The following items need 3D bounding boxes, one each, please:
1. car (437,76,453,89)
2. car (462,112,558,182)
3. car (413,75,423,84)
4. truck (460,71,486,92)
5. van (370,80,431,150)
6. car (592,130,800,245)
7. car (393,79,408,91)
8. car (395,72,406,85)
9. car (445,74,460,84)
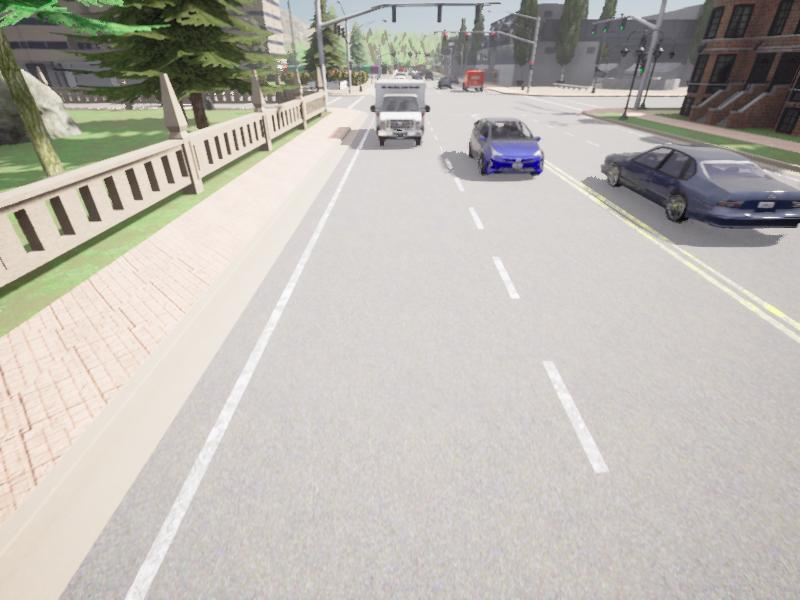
[{"bbox_3d":[7.053,-34.615,63.620,2.033,1.649,4.856,0,30,0],"label":"car"},{"bbox_3d":[3.509,-5.393,13.729,2.007,1.525,4.514,0,30,0],"label":"car"},{"bbox_3d":[3.565,-43.490,78.881,1.845,1.501,3.633,0,30,0],"label":"car"},{"bbox_3d":[10.195,-30.788,56.253,2.627,2.467,5.204,0,30,0],"label":"truck"},{"bbox_3d":[0.013,-8.932,18.888,2.351,2.431,6.366,0,30,0],"label":"van"},{"bbox_3d":[7.010,-3.045,9.845,2.033,1.411,5.357,0,30,0],"label":"car"},{"bbox_3d":[0.047,-31.771,58.983,2.033,1.411,5.357,0,30,0],"label":"car"},{"bbox_3d":[0.065,-43.311,78.105,2.150,2.045,5.566,0,30,0],"label":"car"},{"bbox_3d":[10.567,-44.622,80.857,2.242,1.667,4.611,0,30,0],"label":"car"}]
